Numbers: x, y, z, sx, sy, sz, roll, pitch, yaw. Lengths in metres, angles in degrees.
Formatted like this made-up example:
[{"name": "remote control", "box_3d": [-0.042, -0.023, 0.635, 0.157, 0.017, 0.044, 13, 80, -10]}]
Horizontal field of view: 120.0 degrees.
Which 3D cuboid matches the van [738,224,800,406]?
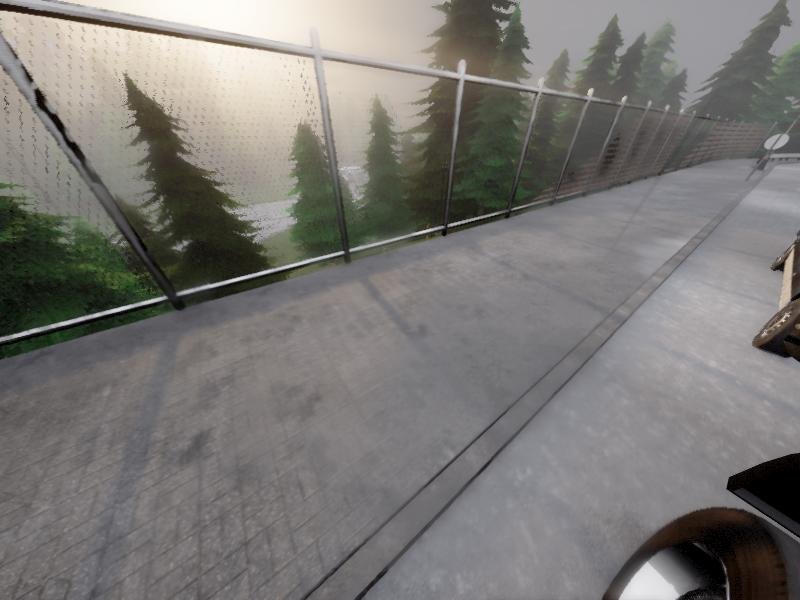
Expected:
[{"name": "van", "box_3d": [6.835, -0.672, 2.617, 5.915, 2.561, 1.988, -22, 41, -28]}]
